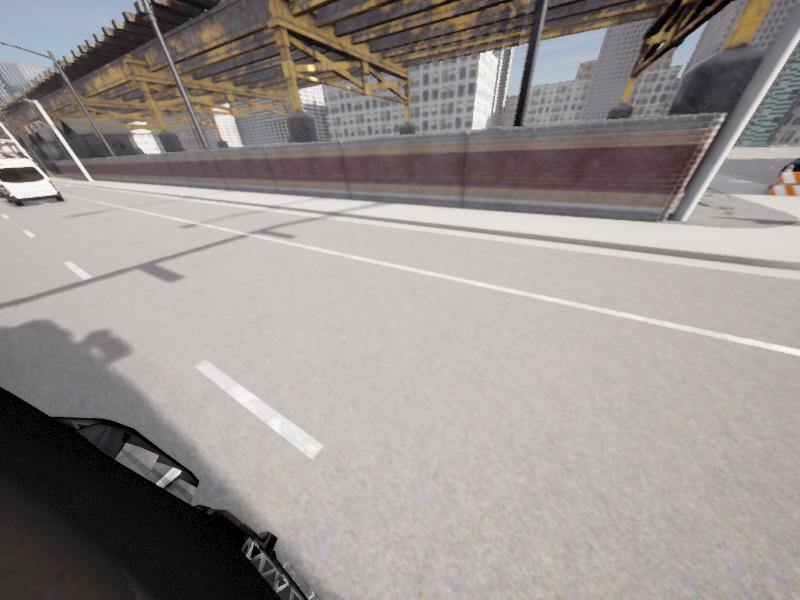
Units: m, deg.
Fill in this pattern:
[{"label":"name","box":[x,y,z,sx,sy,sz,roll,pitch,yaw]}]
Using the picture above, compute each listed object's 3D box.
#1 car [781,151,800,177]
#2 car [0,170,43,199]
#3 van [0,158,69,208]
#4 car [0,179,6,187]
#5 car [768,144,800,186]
[{"label":"car","box":[18.901,-5.162,8.583,1.853,1.218,4.536,-11,34,-12]},{"label":"car","box":[-32.500,-9.687,19.262,3.866,1.878,1.905,16,38,26]},{"label":"van","box":[-25.601,-7.975,15.582,5.915,2.561,1.988,16,38,26]},{"label":"car","box":[-58.731,-16.985,32.715,5.027,1.651,2.152,16,38,26]},{"label":"car","box":[18.923,-5.004,8.629,2.038,1.542,4.974,-11,34,-12]}]
